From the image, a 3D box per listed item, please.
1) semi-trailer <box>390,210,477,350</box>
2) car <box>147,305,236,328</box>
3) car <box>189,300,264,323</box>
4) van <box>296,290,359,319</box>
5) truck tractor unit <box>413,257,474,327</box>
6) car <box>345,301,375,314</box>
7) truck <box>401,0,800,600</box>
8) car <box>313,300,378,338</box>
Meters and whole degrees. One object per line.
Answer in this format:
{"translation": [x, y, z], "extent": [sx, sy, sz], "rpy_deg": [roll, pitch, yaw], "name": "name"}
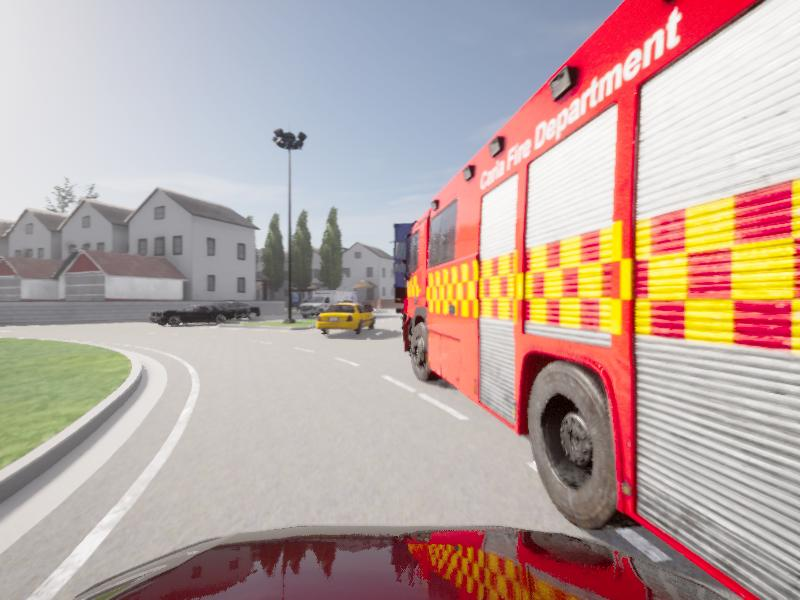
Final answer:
{"translation": [1.924, -0.615, 19.780], "extent": [2.717, 4.402, 14.254], "rpy_deg": [0, 0, 7], "name": "semi-trailer"}
{"translation": [-13.402, 0.971, 25.970], "extent": [1.895, 1.301, 4.718], "rpy_deg": [0, 0, 38], "name": "car"}
{"translation": [-13.509, 0.800, 31.477], "extent": [1.930, 1.638, 5.238], "rpy_deg": [0, 0, 34], "name": "car"}
{"translation": [-6.427, 0.399, 36.537], "extent": [2.351, 2.431, 6.366], "rpy_deg": [0, 0, 26], "name": "van"}
{"translation": [3.200, -0.517, 27.570], "extent": [3.053, 4.208, 6.516], "rpy_deg": [0, 0, 16], "name": "truck tractor unit"}
{"translation": [-4.819, 0.877, 48.926], "extent": [1.816, 1.474, 4.193], "rpy_deg": [0, 0, 22], "name": "car"}
{"translation": [2.139, -0.322, 5.504], "extent": [2.891, 3.827, 8.468], "rpy_deg": [0, 0, -9], "name": "truck"}
{"translation": [-2.487, 0.811, 19.773], "extent": [1.801, 1.575, 5.366], "rpy_deg": [0, 0, 8], "name": "car"}
